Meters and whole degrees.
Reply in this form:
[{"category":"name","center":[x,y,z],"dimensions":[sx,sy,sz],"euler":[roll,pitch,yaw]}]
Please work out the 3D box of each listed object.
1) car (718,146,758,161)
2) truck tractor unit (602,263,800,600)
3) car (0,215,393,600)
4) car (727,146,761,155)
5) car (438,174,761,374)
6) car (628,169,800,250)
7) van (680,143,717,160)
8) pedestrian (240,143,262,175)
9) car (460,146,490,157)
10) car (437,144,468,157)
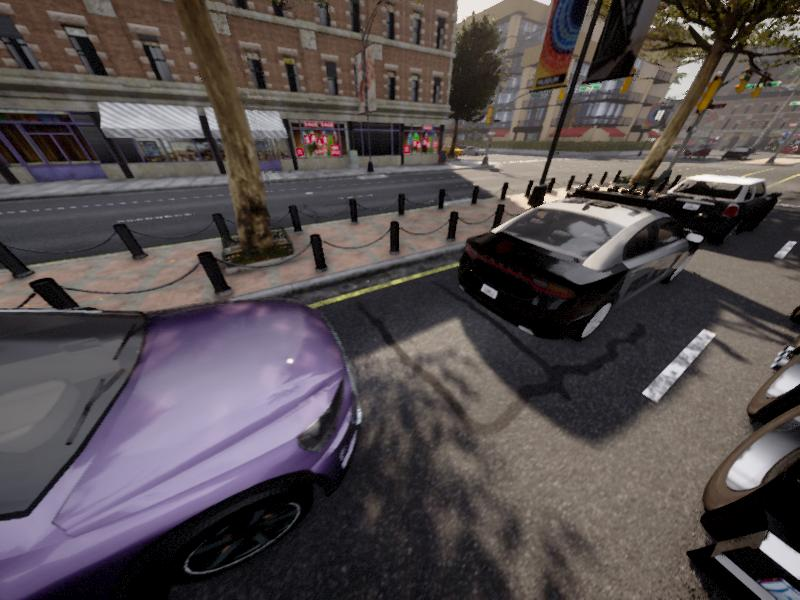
[{"category":"car","center":[48.135,-20.924,32.883],"dimensions":[5.238,1.638,1.930],"euler":[-18,39,-24]},{"category":"truck tractor unit","center":[5.115,-0.294,0.795],"dimensions":[6.516,4.208,3.053],"euler":[-18,39,-24]},{"category":"car","center":[-2.663,0.986,1.140],"dimensions":[4.856,1.649,2.033],"euler":[-18,39,-24]},{"category":"car","center":[67.912,-29.529,45.557],"dimensions":[5.357,1.411,2.033],"euler":[-13,37,-19]},{"category":"car","center":[3.441,-1.016,4.040],"dimensions":[5.238,1.638,1.930],"euler":[-18,39,-24]},{"category":"car","center":[9.350,-2.879,6.894],"dimensions":[3.806,1.475,1.970],"euler":[-16,38,-22]},{"category":"van","center":[44.325,-22.130,34.288],"dimensions":[4.442,1.987,1.775],"euler":[-18,39,-24]},{"category":"pedestrian","center":[-10.419,-9.866,16.153],"dimensions":[0.751,1.860,0.751],"euler":[-17,39,-23]},{"category":"car","center":[12.477,-25.075,38.921],"dimensions":[1.895,1.301,4.718],"euler":[-18,39,-25]},{"category":"car","center":[8.598,-25.033,38.587],"dimensions":[1.801,1.575,5.366],"euler":[-18,39,-25]}]
